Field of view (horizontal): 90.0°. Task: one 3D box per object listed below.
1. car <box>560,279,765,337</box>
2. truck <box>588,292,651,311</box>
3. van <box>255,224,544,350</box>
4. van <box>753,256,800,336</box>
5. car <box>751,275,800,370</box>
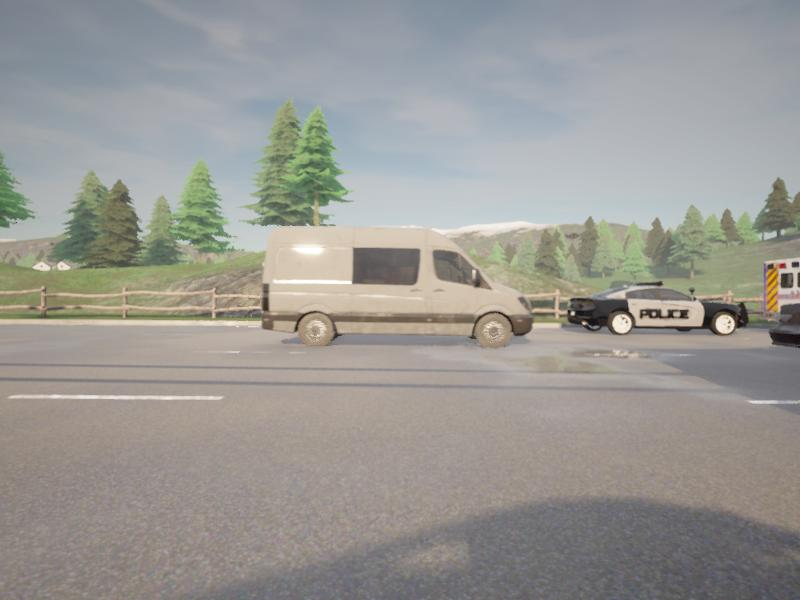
[{"bbox_3d":[8.078,0.239,12.701,5.238,1.638,1.930,0,0,0],"label":"car"},{"bbox_3d":[26.277,0.206,48.182,2.390,2.098,6.274,1,-1,-34],"label":"truck"},{"bbox_3d":[-0.014,-0.271,9.192,5.915,2.561,1.988,0,0,0],"label":"van"},{"bbox_3d":[15.435,-0.105,12.686,6.366,2.431,2.351,0,0,0],"label":"van"},{"bbox_3d":[8.580,0.351,5.702,5.357,1.411,2.033,0,0,0],"label":"car"}]
